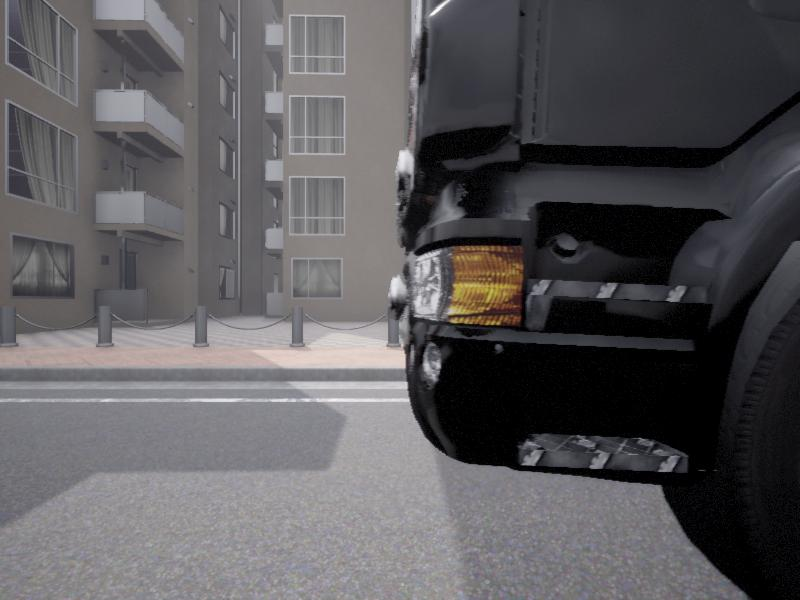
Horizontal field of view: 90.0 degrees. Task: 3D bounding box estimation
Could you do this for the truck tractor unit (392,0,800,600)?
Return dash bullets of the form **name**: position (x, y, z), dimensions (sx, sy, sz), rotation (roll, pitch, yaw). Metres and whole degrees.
- **truck tractor unit**: position (3.250, -1.120, 2.205), dimensions (6.516, 4.208, 3.053), rotation (0, 0, 0)
